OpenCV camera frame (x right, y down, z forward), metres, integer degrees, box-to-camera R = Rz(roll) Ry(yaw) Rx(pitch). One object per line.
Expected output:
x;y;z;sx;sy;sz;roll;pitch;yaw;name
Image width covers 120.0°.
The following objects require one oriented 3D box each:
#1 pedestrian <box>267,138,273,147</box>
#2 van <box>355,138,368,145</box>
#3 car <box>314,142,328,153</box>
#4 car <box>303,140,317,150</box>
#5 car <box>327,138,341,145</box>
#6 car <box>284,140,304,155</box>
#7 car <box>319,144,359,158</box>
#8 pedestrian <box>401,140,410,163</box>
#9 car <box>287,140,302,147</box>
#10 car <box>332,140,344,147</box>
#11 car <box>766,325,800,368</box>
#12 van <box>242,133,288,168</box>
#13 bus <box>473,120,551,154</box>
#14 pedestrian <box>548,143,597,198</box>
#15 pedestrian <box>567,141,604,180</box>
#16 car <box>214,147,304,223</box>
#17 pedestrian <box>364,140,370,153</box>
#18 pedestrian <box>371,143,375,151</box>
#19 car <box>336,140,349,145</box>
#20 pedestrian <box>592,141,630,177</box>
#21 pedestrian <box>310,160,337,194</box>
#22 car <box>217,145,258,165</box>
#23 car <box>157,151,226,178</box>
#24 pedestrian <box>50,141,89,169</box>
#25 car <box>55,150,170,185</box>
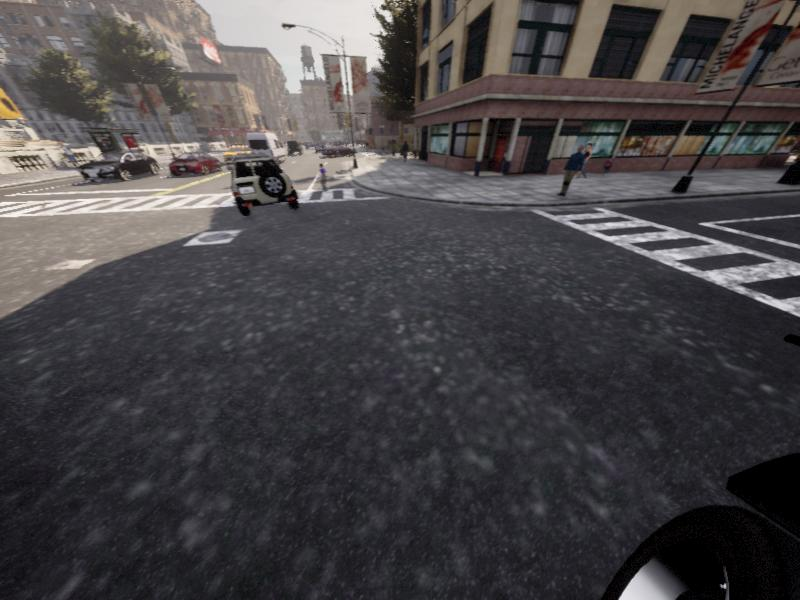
-34.710;-42.119;61.749;0.751;1.860;0.751;-3;35;-4;pedestrian
-12.918;-53.474;77.938;1.775;1.987;4.442;19;40;25;van
-14.053;-27.087;41.035;1.816;1.474;4.193;-7;36;-9;car
-20.688;-35.957;53.487;2.152;1.651;5.027;-6;36;-8;car
-22.975;-55.416;80.821;1.932;1.855;4.605;15;38;20;car
-16.356;-23.732;35.934;1.905;1.878;3.866;-7;36;-10;car
-8.321;-20.762;32.130;2.033;1.411;5.357;21;40;27;car
0.525;-14.169;22.055;0.751;1.860;0.751;-6;36;-8;pedestrian
-31.095;-46.294;68.302;2.002;1.452;4.674;4;35;6;car
-17.644;-44.719;65.892;1.851;1.617;3.988;4;35;6;car
7.300;0.332;2.137;4.792;1.488;2.163;-8;36;-11;car
-13.109;-15.000;23.000;1.988;2.561;5.915;-7;36;-9;van
18.080;-26.625;37.857;10.273;4.253;3.944;-7;36;-10;bus
6.963;-5.258;9.417;0.751;1.860;0.751;-20;40;-26;pedestrian
10.655;-8.032;13.330;0.751;1.860;0.751;-4;35;-5;pedestrian
-5.451;-4.689;8.948;1.932;1.855;4.605;-20;40;-23;car
-5.702;-26.540;39.853;0.751;1.860;0.751;-6;36;-9;pedestrian
-4.964;-28.478;42.989;0.500;1.100;0.500;-24;42;-30;pedestrian
-19.754;-54.433;79.783;2.007;1.525;4.514;15;38;20;car
12.911;-8.642;14.186;0.751;1.860;0.751;-7;36;-10;pedestrian
-3.697;-5.987;11.237;0.751;1.300;0.751;27;43;33;pedestrian
-17.193;-15.632;24.777;1.882;1.535;5.008;-8;36;-11;car
-15.102;-10.101;17.086;1.994;1.385;4.181;-7;36;-10;car
-26.581;-11.665;18.611;0.751;1.860;0.751;-3;35;-3;pedestrian
-18.176;-8.779;15.104;2.128;1.511;4.902;-7;36;-10;car
